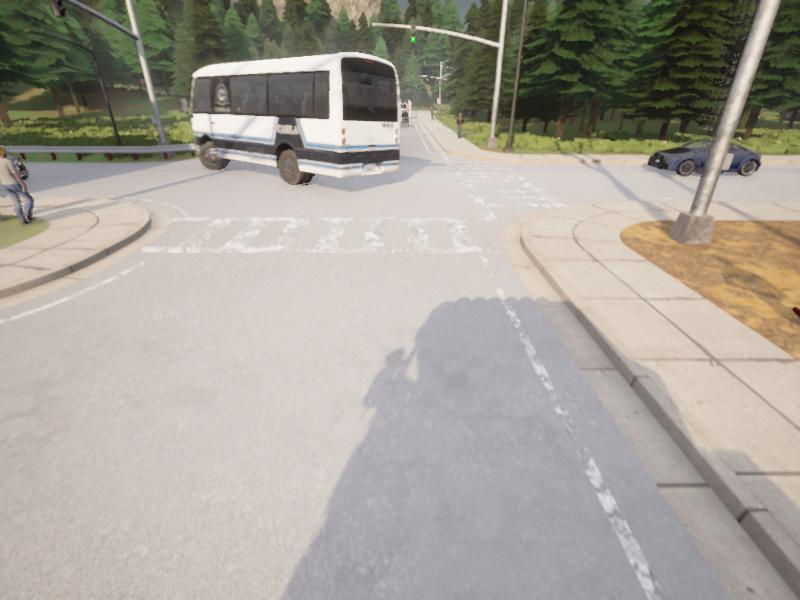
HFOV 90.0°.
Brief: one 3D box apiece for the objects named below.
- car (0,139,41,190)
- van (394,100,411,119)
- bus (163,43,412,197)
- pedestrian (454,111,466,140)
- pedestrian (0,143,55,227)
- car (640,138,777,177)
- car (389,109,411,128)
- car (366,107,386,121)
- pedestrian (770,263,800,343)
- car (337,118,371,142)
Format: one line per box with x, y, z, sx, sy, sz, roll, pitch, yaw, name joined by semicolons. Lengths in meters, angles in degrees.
-16.385;-5.133;15.048;3.705;1.549;1.789;0;27;1;car
0.465;-28.614;60.072;2.351;2.431;6.366;1;27;2;van
-4.893;-7.331;16.378;10.273;4.253;3.944;20;30;34;bus
4.365;-12.792;29.325;0.751;1.860;0.751;4;27;7;pedestrian
-9.366;-2.773;9.684;0.751;1.860;0.751;-1;27;-1;pedestrian
13.475;-6.359;17.737;4.181;1.385;1.994;1;27;1;car
0.028;-19.747;43.532;2.242;1.667;4.611;0;27;0;car
-3.243;-25.674;55.135;2.242;1.667;4.611;1;27;1;car
5.604;-0.315;4.895;0.751;1.860;0.751;1;27;3;pedestrian
-3.495;-13.435;31.462;2.033;1.411;5.357;0;27;0;car
